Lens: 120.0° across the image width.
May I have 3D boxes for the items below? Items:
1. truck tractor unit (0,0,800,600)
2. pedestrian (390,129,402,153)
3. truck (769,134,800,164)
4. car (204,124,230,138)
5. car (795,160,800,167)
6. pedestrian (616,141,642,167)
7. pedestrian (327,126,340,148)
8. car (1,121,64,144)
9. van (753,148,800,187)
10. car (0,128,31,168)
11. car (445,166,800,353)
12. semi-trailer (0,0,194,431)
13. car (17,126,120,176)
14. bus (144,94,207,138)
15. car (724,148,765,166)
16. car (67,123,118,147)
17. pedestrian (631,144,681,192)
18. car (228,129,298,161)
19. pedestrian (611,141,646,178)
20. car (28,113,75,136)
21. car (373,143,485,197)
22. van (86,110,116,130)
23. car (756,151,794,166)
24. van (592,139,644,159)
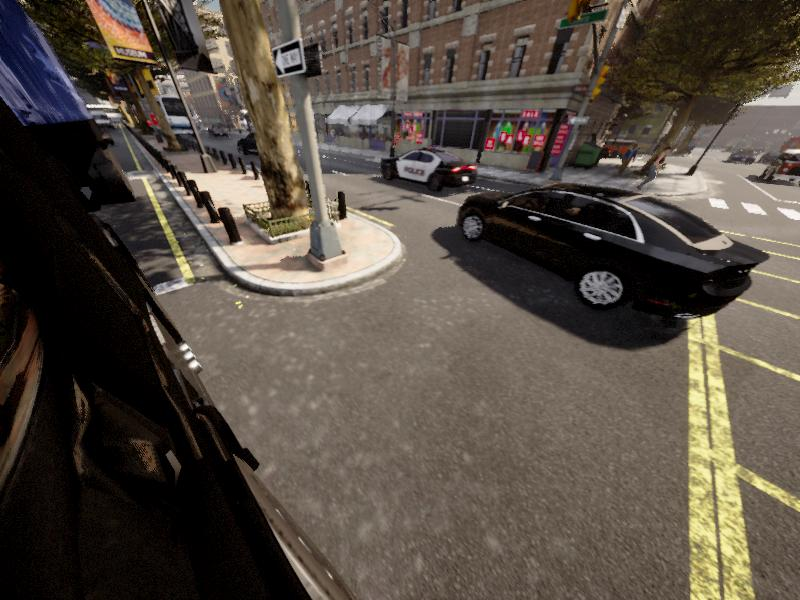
[{"bbox_3d":[-2.645,-0.295,0.351,6.516,4.208,3.053,28,44,30],"label":"truck tractor unit"},{"bbox_3d":[-0.394,-15.267,22.228,0.751,1.860,0.751,-21,43,-28],"label":"pedestrian"},{"bbox_3d":[64.277,-24.254,37.048,8.468,3.827,2.891,-29,47,-35],"label":"truck"},{"bbox_3d":[-26.258,-24.212,33.129,1.845,1.501,3.633,-29,47,-35],"label":"car"},{"bbox_3d":[55.852,-18.715,31.001,3.705,1.549,1.789,-29,47,-35],"label":"car"},{"bbox_3d":[19.619,-12.521,19.830,0.751,1.860,0.751,31,45,33],"label":"pedestrian"},{"bbox_3d":[-7.042,-17.256,24.468,0.751,1.860,0.751,-26,45,-33],"label":"pedestrian"},{"bbox_3d":[-30.865,-14.214,19.576,1.994,1.385,4.181,-29,47,-35],"label":"car"},{"bbox_3d":[28.615,-9.713,16.784,4.480,2.038,2.069,-29,47,-35],"label":"van"},{"bbox_3d":[-20.316,-7.331,11.031,1.994,1.385,4.181,-29,47,-35],"label":"car"},{"bbox_3d":[3.218,-1.478,4.590,1.837,1.490,4.892,-15,40,-23],"label":"car"},{"bbox_3d":[-8.307,-3.845,4.578,2.717,4.402,14.254,-29,47,-35],"label":"semi-trailer"},{"bbox_3d":[-15.649,-7.374,11.251,2.038,1.542,4.974,-29,47,-35],"label":"car"},{"bbox_3d":[-31.831,-25.848,32.687,3.944,4.253,10.273,-29,47,-35],"label":"bus"},{"bbox_3d":[46.790,-19.582,31.521,5.027,1.651,2.152,-29,47,-35],"label":"car"},{"bbox_3d":[-26.583,-14.447,20.141,2.033,1.411,5.357,-29,47,-35],"label":"car"},{"bbox_3d":[11.957,-6.175,10.840,0.751,1.860,0.751,-29,47,-35],"label":"pedestrian"},{"bbox_3d":[-10.138,-11.582,17.158,4.856,1.649,2.033,24,42,26],"label":"car"},{"bbox_3d":[14.292,-8.811,14.521,0.751,1.860,0.751,20,40,22],"label":"pedestrian"},{"bbox_3d":[-38.913,-19.683,25.946,1.905,1.878,3.866,-29,47,-35],"label":"car"},{"bbox_3d":[1.089,-6.371,10.979,2.038,1.542,4.974,-29,47,-35],"label":"car"},{"bbox_3d":[-50.011,-30.205,38.790,1.988,2.561,5.915,-29,47,-35],"label":"van"},{"bbox_3d":[53.816,-20.494,33.294,4.892,1.490,1.837,-29,47,-35],"label":"car"},{"bbox_3d":[29.561,-20.579,31.450,1.775,1.987,4.442,-24,44,-31],"label":"van"}]
